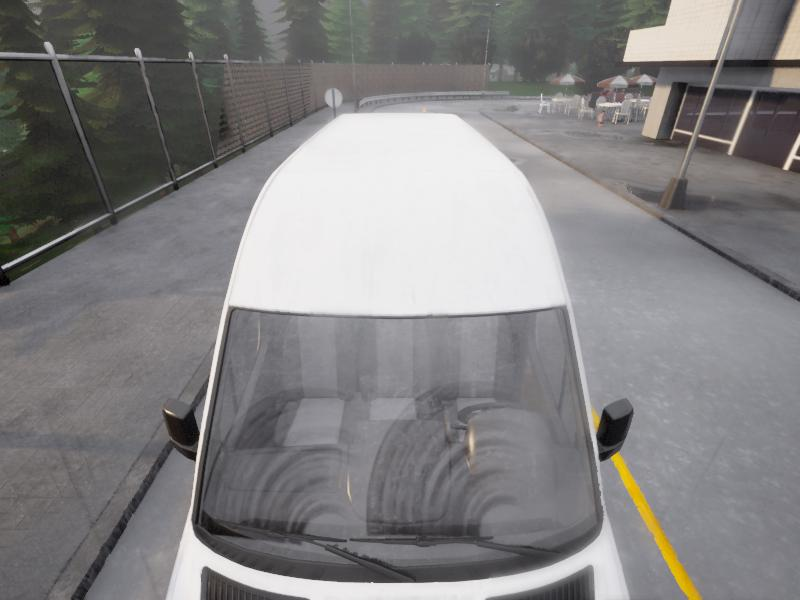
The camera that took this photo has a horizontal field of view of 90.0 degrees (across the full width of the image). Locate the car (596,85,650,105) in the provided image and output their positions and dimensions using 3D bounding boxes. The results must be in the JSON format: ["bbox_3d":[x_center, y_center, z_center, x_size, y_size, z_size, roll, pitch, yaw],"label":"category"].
[{"bbox_3d":[20.335,-18.780,36.669,3.633,1.501,1.845,-1,30,-1],"label":"car"}]

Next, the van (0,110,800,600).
[{"bbox_3d":[-0.018,0.046,3.433,1.988,2.561,5.915,0,30,0],"label":"van"}]

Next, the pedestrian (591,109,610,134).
[{"bbox_3d":[10.077,-8.999,20.136,0.500,1.100,0.500,1,30,2],"label":"pedestrian"}]
